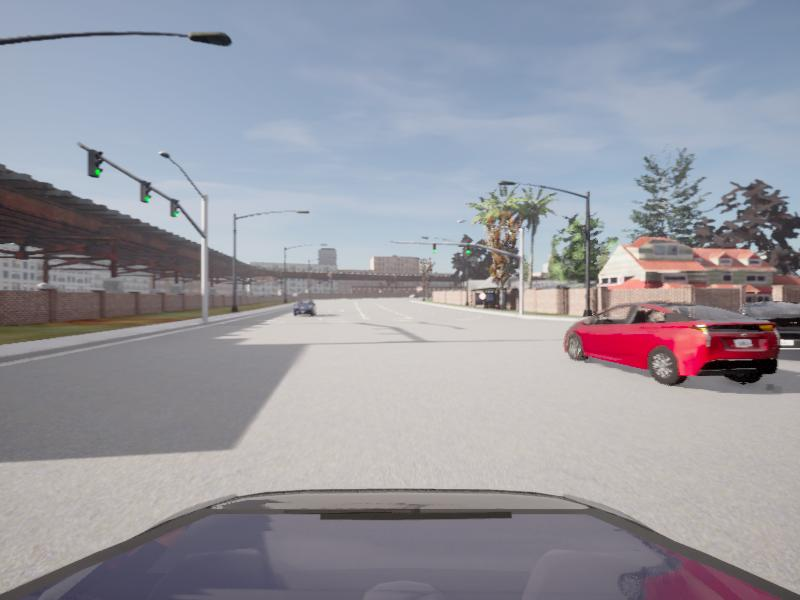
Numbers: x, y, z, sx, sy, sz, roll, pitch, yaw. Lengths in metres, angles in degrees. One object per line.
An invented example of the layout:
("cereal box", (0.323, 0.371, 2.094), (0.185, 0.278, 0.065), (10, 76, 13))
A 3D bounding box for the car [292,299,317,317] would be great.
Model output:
("car", (-8.500, 0.665, 35.827), (1.845, 1.501, 3.633), (0, 1, -7))

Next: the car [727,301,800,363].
("car", (11.240, 0.826, 12.106), (1.837, 1.490, 4.892), (-3, -2, 37))

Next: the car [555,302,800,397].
("car", (5.539, 0.818, 8.882), (2.007, 1.525, 4.514), (0, 0, -7))
